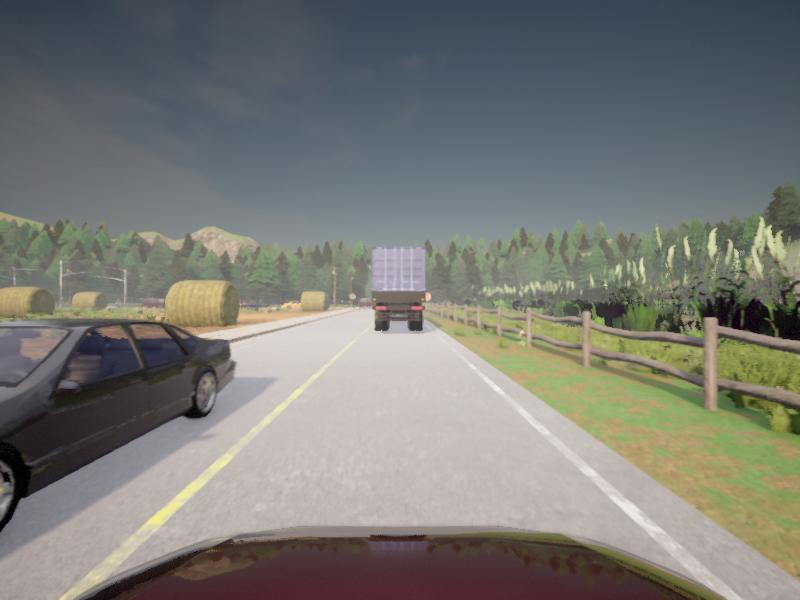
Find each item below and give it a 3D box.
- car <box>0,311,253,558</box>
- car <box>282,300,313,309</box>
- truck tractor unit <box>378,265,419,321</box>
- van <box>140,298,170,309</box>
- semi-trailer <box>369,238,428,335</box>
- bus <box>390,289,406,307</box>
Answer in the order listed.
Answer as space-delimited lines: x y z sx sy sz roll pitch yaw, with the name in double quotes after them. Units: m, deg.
-3.502 0.896 4.101 2.033 1.411 5.357 0 0 0 "car"
-18.758 0.865 73.416 5.366 1.575 1.801 0 0 -3 "car"
-0.105 -0.513 33.353 3.053 4.208 6.516 0 0 0 "truck tractor unit"
-46.209 0.664 75.484 4.442 1.987 1.775 0 0 -3 "van"
-0.080 -0.609 25.437 2.717 4.402 14.254 0 0 0 "semi-trailer"
-0.553 -0.490 99.270 3.944 4.253 10.273 0 0 -1 "bus"
